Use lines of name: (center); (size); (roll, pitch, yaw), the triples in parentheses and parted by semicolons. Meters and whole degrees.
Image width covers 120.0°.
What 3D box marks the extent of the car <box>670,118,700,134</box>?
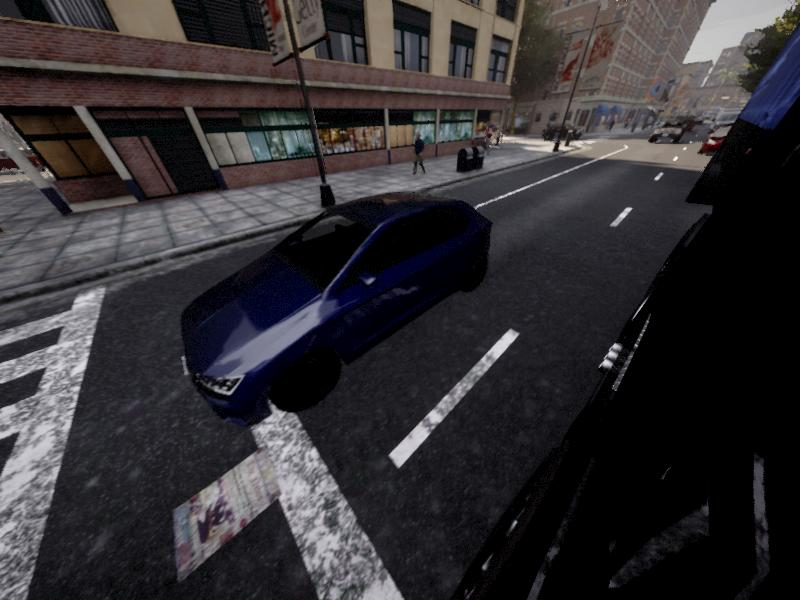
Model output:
car: (39.976, -24.404, 32.400); (5.008, 1.535, 1.882); (-30, 45, -31)

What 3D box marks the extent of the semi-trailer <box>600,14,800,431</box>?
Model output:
semi-trailer: (8.565, -3.697, 4.347); (14.254, 4.402, 2.717); (-30, 44, -31)

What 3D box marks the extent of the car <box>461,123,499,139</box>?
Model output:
car: (13.722, -29.143, 39.999); (2.150, 2.045, 5.566); (-31, 45, -32)

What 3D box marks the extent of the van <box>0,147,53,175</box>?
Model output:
van: (-38.610, -13.612, 22.665); (4.442, 1.987, 1.775); (-13, 39, -13)

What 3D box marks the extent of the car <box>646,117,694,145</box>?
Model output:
car: (25.003, -15.661, 21.397); (4.605, 1.855, 1.932); (-31, 45, -32)

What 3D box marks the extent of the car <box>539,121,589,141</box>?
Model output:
car: (20.897, -21.648, 29.662); (1.932, 1.855, 4.605); (-28, 44, -30)

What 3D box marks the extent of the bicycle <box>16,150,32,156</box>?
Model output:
bicycle: (-91.454, -35.702, 56.165); (1.643, 1.024, 0.373); (-31, 35, -32)

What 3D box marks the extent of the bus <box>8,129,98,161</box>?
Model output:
bus: (-64.407, -29.443, 43.595); (3.944, 4.253, 10.273); (-16, 39, -16)

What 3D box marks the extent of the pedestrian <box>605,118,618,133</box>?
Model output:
pedestrian: (33.205, -27.395, 36.268); (0.751, 1.860, 0.751); (27, 46, 33)

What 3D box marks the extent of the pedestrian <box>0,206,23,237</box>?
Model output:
pedestrian: (-11.596, -2.605, 6.030); (0.751, 1.860, 0.751); (-18, 39, -20)

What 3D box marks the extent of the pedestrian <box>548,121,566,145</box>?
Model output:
pedestrian: (15.636, -16.657, 23.052); (0.751, 1.860, 0.751); (-30, 45, -32)

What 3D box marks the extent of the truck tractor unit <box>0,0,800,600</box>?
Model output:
truck tractor unit: (2.645, -0.295, 0.351); (6.516, 4.208, 3.053); (-28, 44, -30)

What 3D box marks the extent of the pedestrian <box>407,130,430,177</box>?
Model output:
pedestrian: (0.900, -7.093, 11.223); (0.751, 1.860, 0.751); (28, 46, 34)

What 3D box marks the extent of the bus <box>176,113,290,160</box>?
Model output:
bus: (-20.571, -20.943, 29.411); (10.273, 4.253, 3.944); (-31, 45, -32)

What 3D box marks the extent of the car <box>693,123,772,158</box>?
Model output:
car: (20.827, -10.170, 14.662); (4.792, 1.488, 2.163); (-31, 45, -32)

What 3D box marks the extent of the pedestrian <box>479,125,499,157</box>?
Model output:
pedestrian: (6.435, -11.471, 16.716); (0.751, 1.860, 0.751); (-26, 42, -28)

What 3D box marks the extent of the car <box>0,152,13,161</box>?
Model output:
car: (-78.425, -27.333, 44.136); (1.895, 1.301, 4.718); (-10, 37, -9)

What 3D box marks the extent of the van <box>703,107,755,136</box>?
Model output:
van: (38.073, -20.732, 26.873); (6.366, 2.431, 2.351); (-31, 45, -32)

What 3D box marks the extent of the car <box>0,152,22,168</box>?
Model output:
car: (-52.474, -18.216, 30.136); (2.163, 1.488, 4.792); (-31, 45, -32)

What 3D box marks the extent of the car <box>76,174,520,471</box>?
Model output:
car: (-0.452, -0.480, 3.091); (4.193, 1.474, 1.816); (-31, 45, -32)

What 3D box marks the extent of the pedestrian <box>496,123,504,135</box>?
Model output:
pedestrian: (19.251, -32.874, 44.489); (0.751, 1.860, 0.751); (26, 46, 33)
